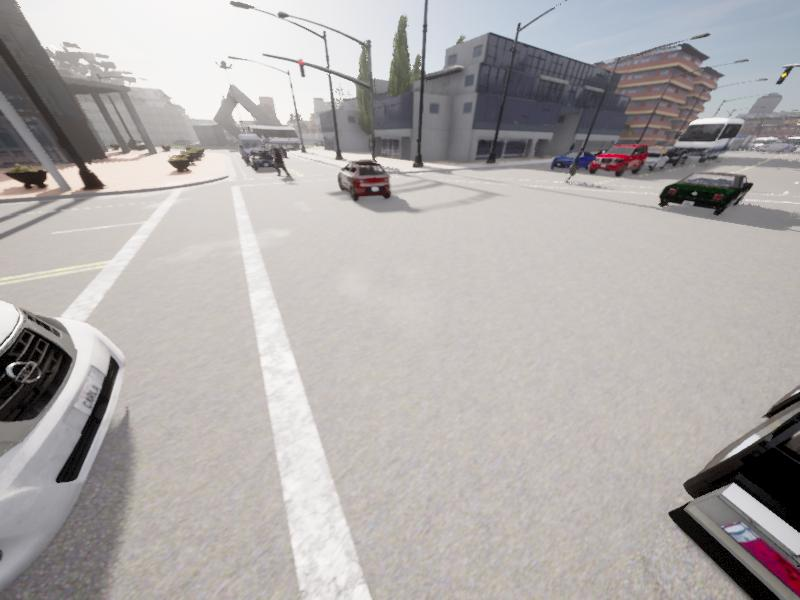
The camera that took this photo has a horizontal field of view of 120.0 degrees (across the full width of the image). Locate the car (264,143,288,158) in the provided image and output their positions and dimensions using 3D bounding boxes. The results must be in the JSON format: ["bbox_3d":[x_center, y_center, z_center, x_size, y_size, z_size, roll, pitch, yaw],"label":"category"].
[{"bbox_3d":[-17.568,-21.260,32.710,1.930,1.638,5.238,-19,39,-26],"label":"car"}]

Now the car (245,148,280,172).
[{"bbox_3d":[-11.750,-12.033,19.713,1.816,1.474,4.193,-19,40,-26],"label":"car"}]

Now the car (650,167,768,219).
[{"bbox_3d":[12.951,-4.621,9.685,4.718,1.301,1.895,-20,40,-26],"label":"car"}]

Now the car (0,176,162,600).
[{"bbox_3d":[-4.654,1.309,0.273,5.566,2.045,2.150,-21,40,-28],"label":"car"}]

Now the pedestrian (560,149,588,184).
[{"bbox_3d":[10.849,-8.348,14.461,0.751,1.860,0.751,18,39,23],"label":"pedestrian"}]

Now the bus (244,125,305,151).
[{"bbox_3d":[-27.269,-35.582,50.811,10.273,4.253,3.944,-24,44,-31],"label":"bus"}]

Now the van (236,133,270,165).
[{"bbox_3d":[-15.712,-16.128,24.588,1.988,2.561,5.915,-19,40,-26],"label":"van"}]

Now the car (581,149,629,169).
[{"bbox_3d":[21.754,-15.008,24.451,4.892,1.490,1.837,-20,40,-26],"label":"car"}]

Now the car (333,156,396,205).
[{"bbox_3d":[-1.823,-5.918,11.151,1.816,1.474,4.193,-13,37,-19],"label":"car"}]

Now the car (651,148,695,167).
[{"bbox_3d":[29.884,-15.613,25.277,4.193,1.474,1.816,-20,40,-26],"label":"car"}]

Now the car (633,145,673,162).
[{"bbox_3d":[33.298,-19.340,30.388,5.008,1.535,1.882,-21,40,-25],"label":"car"}]

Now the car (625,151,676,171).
[{"bbox_3d":[24.344,-13.545,22.420,4.674,1.442,1.812,-20,40,-26],"label":"car"}]

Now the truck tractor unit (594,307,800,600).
[{"bbox_3d":[5.223,-0.169,0.607,6.516,4.208,3.053,-13,37,-18],"label":"truck tractor unit"}]

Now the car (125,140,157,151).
[{"bbox_3d":[-51.000,-30.545,45.499,4.611,1.667,2.242,14,37,18],"label":"car"}]

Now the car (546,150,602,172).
[{"bbox_3d":[16.281,-13.055,21.572,5.008,1.535,1.882,-20,40,-26],"label":"car"}]

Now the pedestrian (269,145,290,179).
[{"bbox_3d":[-7.854,-9.013,15.075,0.751,1.860,0.751,-13,37,-19],"label":"pedestrian"}]

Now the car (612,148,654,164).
[{"bbox_3d":[27.946,-17.242,27.676,4.181,1.385,1.994,-20,40,-25],"label":"car"}]

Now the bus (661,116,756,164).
[{"bbox_3d":[38.080,-19.771,28.558,10.273,4.253,3.944,-21,40,-25],"label":"bus"}]

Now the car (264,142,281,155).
[{"bbox_3d":[-20.909,-24.822,37.762,1.930,1.638,5.238,-15,38,-22],"label":"car"}]

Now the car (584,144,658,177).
[{"bbox_3d":[18.185,-11.565,19.018,5.566,2.045,2.150,-20,40,-26],"label":"car"}]

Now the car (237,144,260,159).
[{"bbox_3d":[-19.332,-18.966,29.478,1.845,1.501,3.633,-20,40,-27],"label":"car"}]
